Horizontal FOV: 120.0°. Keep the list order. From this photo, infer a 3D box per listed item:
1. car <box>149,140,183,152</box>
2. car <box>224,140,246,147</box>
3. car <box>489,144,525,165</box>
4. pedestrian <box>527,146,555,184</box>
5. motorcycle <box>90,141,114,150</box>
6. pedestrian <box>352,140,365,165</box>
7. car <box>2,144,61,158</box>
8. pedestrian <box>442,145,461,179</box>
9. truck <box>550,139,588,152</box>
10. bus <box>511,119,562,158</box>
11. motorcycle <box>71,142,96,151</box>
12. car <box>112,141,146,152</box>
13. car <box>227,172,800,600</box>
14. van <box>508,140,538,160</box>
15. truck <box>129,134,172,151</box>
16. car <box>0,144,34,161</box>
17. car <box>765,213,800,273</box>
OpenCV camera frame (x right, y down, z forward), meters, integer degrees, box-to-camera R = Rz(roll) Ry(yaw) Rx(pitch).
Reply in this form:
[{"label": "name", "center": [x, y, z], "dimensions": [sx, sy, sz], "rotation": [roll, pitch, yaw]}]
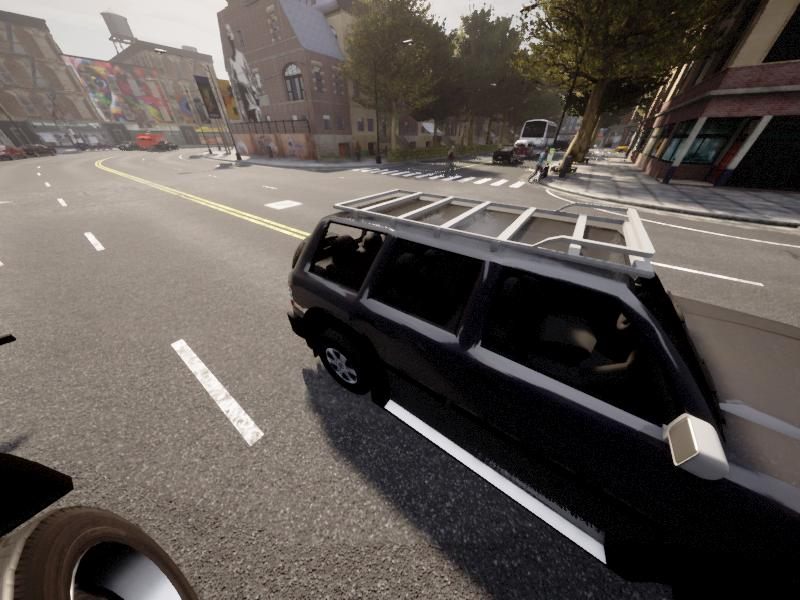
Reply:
[{"label": "car", "center": [-41.996, -27.806, 41.671], "dimensions": [1.930, 1.638, 5.238], "rotation": [-9, 36, -12]}, {"label": "car", "center": [-45.677, -43.427, 63.983], "dimensions": [2.007, 1.525, 4.514], "rotation": [15, 38, 20]}, {"label": "car", "center": [11.676, -15.867, 25.099], "dimensions": [1.930, 1.638, 5.238], "rotation": [22, 41, 28]}, {"label": "pedestrian", "center": [8.269, -7.960, 13.611], "dimensions": [0.751, 1.860, 0.751], "rotation": [10, 36, 13]}, {"label": "motorcycle", "center": [-54.818, -28.423, 42.534], "dimensions": [2.356, 1.277, 0.764], "rotation": [-29, 45, -35]}, {"label": "pedestrian", "center": [-3.819, -13.566, 21.227], "dimensions": [0.751, 1.860, 0.751], "rotation": [7, 36, 10]}, {"label": "car", "center": [-47.092, -19.181, 29.681], "dimensions": [1.895, 1.301, 4.718], "rotation": [-15, 38, -20]}, {"label": "pedestrian", "center": [3.332, -8.963, 15.006], "dimensions": [0.751, 1.860, 0.751], "rotation": [23, 41, 28]}, {"label": "truck", "center": [34.479, -31.756, 47.419], "dimensions": [2.390, 2.098, 6.274], "rotation": [-7, 36, -10]}, {"label": "bus", "center": [20.859, -24.440, 35.068], "dimensions": [3.944, 4.253, 10.273], "rotation": [23, 41, 28]}, {"label": "motorcycle", "center": [-54.762, -26.657, 40.025], "dimensions": [2.209, 1.251, 0.867], "rotation": [-29, 45, -35]}, {"label": "car", "center": [-49.278, -27.997, 42.106], "dimensions": [1.970, 1.475, 3.806], "rotation": [-6, 36, -9]}, {"label": "car", "center": [1.025, 0.232, 1.963], "dimensions": [4.605, 1.855, 1.932], "rotation": [23, 41, 28]}, {"label": "van", "center": [15.904, -19.434, 29.846], "dimensions": [2.069, 2.038, 4.480], "rotation": [22, 41, 28]}, {"label": "truck", "center": [-45.937, -29.112, 42.775], "dimensions": [2.627, 2.467, 5.204], "rotation": [-6, 36, -9]}, {"label": "car", "center": [-44.057, -16.433, 25.671], "dimensions": [2.002, 1.452, 4.674], "rotation": [-21, 41, -28]}, {"label": "car", "center": [10.426, -0.798, 3.490], "dimensions": [4.605, 1.855, 1.932], "rotation": [23, 41, 29]}]
